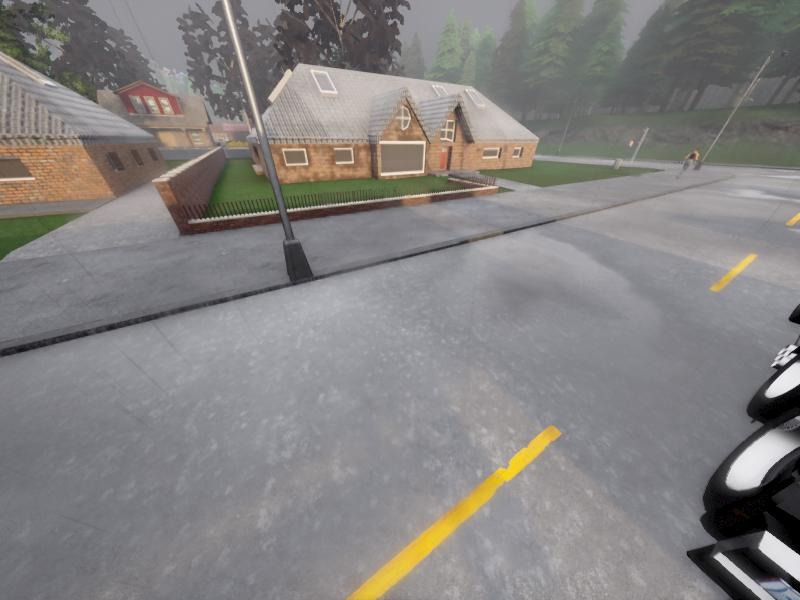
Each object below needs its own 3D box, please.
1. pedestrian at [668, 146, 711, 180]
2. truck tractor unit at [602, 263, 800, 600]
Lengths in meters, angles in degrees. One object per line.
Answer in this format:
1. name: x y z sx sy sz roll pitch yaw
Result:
1. pedestrian: 18.892 -8.949 15.131 0.751 1.860 0.751 -8 36 -12
2. truck tractor unit: 5.108 -0.304 0.786 6.516 4.208 3.053 -18 39 -24
